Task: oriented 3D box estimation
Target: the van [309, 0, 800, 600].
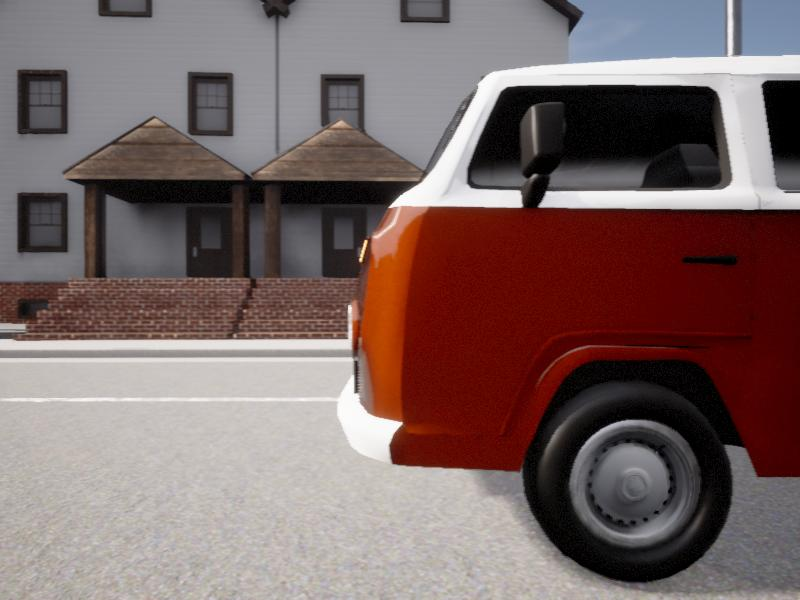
[{"bbox_3d":[1.974,-0.029,2.208,4.480,2.038,2.069,0,0,0],"label":"van"}]
